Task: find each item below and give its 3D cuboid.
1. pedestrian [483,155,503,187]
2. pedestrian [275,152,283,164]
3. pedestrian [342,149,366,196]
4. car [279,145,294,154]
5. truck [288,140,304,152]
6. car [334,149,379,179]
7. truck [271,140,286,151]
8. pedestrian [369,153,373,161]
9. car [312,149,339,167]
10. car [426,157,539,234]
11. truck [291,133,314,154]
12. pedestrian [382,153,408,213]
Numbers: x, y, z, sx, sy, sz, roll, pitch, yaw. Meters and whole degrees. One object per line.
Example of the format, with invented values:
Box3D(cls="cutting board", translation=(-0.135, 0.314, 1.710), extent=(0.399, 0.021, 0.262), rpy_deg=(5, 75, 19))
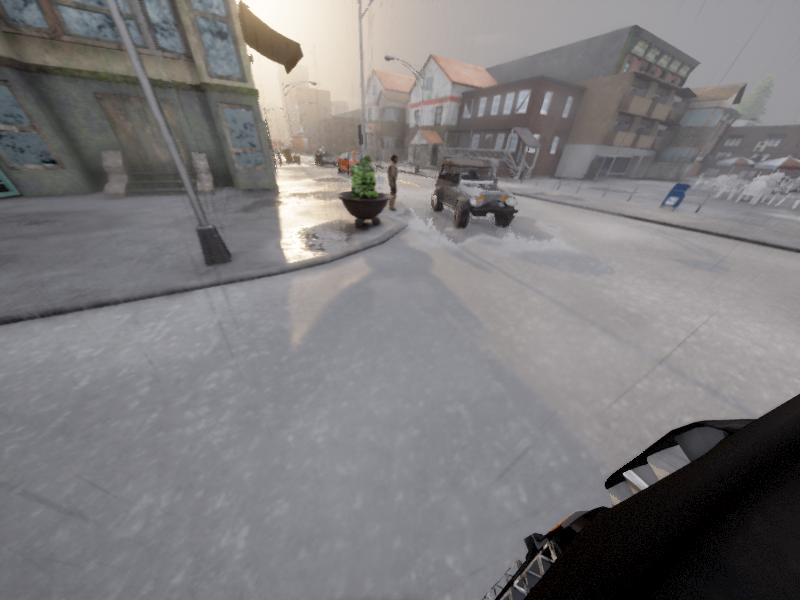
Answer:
Box3D(cls="pedestrian", translation=(6.371, -8.832, 15.809), extent=(0.751, 1.860, 0.751), rpy_deg=(16, 36, 19))
Box3D(cls="pedestrian", translation=(-13.146, -15.489, 25.150), extent=(0.500, 1.100, 0.500), rpy_deg=(-15, 37, -25))
Box3D(cls="pedestrian", translation=(-2.147, -6.012, 10.950), extent=(0.751, 1.860, 0.751), rpy_deg=(8, 34, 9))
Box3D(cls="car", translation=(-25.178, -33.381, 51.128), extent=(2.038, 1.542, 4.974), rpy_deg=(-15, 37, -25))
Box3D(cls="truck", translation=(-27.673, -40.904, 61.444), extent=(2.627, 2.467, 5.204), rpy_deg=(-15, 38, -25))
Box3D(cls="car", translation=(-3.712, -11.452, 19.337), extent=(2.097, 1.767, 4.553), rpy_deg=(-15, 37, -25))
Box3D(cls="truck", translation=(-32.795, -41.617, 62.156), extent=(2.627, 2.467, 5.204), rpy_deg=(-15, 38, -25))
Box3D(cls="pedestrian", translation=(-4.751, -23.315, 37.554), extent=(0.500, 1.100, 0.500), rpy_deg=(-21, 40, -32))
Box3D(cls="car", translation=(-8.558, -16.344, 26.539), extent=(1.851, 1.617, 3.988), rpy_deg=(-15, 38, -25))
Box3D(cls="car", translation=(2.533, -3.953, 8.381), extent=(1.905, 1.878, 3.866), rpy_deg=(-4, 34, -11))
Box3D(cls="truck", translation=(-22.679, -36.374, 53.736), extent=(2.891, 3.827, 8.468), rpy_deg=(-15, 38, -25))
Box3D(cls="pedestrian", translation=(-0.221, -4.242, 8.417), extent=(0.751, 1.860, 0.751), rpy_deg=(-5, 34, -11))
